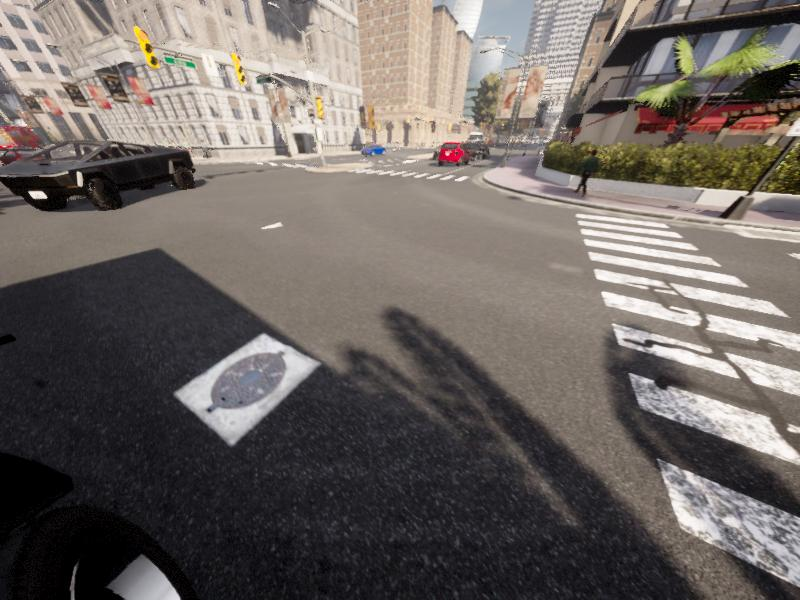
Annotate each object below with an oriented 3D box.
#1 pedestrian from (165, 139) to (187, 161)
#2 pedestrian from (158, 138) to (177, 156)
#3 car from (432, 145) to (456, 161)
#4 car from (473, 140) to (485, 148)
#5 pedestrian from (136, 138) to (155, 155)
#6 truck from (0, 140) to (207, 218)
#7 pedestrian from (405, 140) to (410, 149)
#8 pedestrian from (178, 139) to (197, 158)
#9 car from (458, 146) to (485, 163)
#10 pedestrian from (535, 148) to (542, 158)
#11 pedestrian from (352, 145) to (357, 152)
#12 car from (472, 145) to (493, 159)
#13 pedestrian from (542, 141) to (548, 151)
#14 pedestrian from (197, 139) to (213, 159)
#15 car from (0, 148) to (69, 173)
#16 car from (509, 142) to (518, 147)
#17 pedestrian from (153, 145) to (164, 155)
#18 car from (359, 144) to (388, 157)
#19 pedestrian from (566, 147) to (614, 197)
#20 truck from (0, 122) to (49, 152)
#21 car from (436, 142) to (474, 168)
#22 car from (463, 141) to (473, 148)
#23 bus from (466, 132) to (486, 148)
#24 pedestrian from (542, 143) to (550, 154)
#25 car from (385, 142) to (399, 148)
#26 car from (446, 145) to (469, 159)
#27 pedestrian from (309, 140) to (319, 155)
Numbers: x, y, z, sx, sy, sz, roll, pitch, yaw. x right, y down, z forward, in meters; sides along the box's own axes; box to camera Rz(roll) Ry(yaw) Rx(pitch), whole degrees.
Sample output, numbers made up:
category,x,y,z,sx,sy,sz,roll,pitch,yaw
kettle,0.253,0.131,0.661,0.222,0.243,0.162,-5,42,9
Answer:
category,x,y,z,sx,sy,sz,roll,pitch,yaw
pedestrian,-22.608,-15.154,23.372,0.751,1.860,0.751,22,40,27
pedestrian,-29.275,-19.234,29.110,0.751,1.860,0.751,18,39,23
car,5.713,-19.114,30.040,1.789,1.549,3.705,17,38,23
car,25.345,-49.856,73.905,2.150,2.045,5.566,17,38,23
pedestrian,-33.822,-20.407,30.721,0.751,1.860,0.751,20,39,25
truck,-11.789,-5.423,9.710,2.390,2.098,6.274,-2,35,-4
pedestrian,1.982,-41.073,61.099,0.751,1.860,0.751,24,41,30
pedestrian,-25.054,-17.869,27.221,0.751,1.860,0.751,17,38,22
car,9.095,-18.437,29.175,1.837,1.490,4.892,17,38,23
pedestrian,20.128,-21.403,33.620,0.500,1.100,0.500,17,38,22
pedestrian,-8.415,-28.026,42.670,0.500,1.100,0.500,16,38,21
car,12.089,-21.657,33.729,1.851,1.617,3.988,17,38,22
pedestrian,35.671,-37.836,56.707,0.751,1.860,0.751,17,38,22
pedestrian,-22.180,-17.167,26.259,0.751,1.860,0.751,-22,41,-29
car,-28.374,-10.708,17.660,4.181,1.385,1.994,13,37,17
car,42.131,-57.797,85.912,2.038,1.542,4.974,17,38,23
pedestrian,-33.140,-20.632,31.717,0.500,1.100,0.500,18,38,23
car,-3.917,-22.830,35.228,1.882,1.535,5.008,17,39,23
pedestrian,8.320,-5.653,10.240,0.751,1.860,0.751,3,35,3
truck,-65.992,-27.852,39.485,2.891,3.827,8.468,-20,40,-26
car,5.785,-15.128,23.907,2.150,2.045,5.566,17,38,22
car,21.892,-50.367,74.732,1.905,1.878,3.866,17,38,23
bus,27.008,-56.620,81.670,3.944,4.253,10.273,17,38,23
pedestrian,28.962,-30.042,45.718,0.751,1.860,0.751,18,38,23
car,-2.289,-44.559,66.352,3.633,1.501,1.845,17,39,22
car,8.633,-22.204,34.530,2.007,1.525,4.514,18,38,23
pedestrian,-12.400,-21.933,33.227,0.751,1.860,0.751,25,42,31
